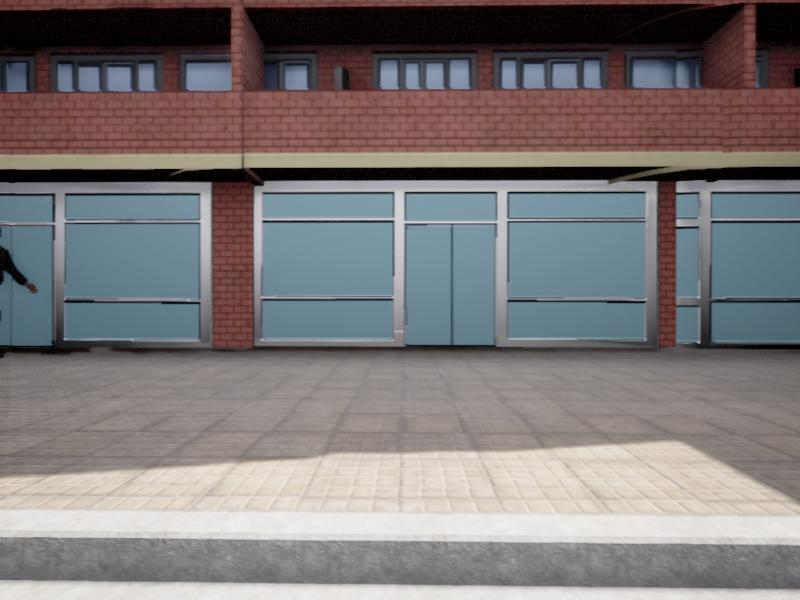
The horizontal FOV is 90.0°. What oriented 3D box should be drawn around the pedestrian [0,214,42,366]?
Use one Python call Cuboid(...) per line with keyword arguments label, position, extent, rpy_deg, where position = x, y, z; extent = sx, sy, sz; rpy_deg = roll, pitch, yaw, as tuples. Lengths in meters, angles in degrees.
Cuboid(label="pedestrian", position=(-5.282, -0.121, 5.112), extent=(0.751, 1.860, 0.751), rpy_deg=(0, 0, -1))
